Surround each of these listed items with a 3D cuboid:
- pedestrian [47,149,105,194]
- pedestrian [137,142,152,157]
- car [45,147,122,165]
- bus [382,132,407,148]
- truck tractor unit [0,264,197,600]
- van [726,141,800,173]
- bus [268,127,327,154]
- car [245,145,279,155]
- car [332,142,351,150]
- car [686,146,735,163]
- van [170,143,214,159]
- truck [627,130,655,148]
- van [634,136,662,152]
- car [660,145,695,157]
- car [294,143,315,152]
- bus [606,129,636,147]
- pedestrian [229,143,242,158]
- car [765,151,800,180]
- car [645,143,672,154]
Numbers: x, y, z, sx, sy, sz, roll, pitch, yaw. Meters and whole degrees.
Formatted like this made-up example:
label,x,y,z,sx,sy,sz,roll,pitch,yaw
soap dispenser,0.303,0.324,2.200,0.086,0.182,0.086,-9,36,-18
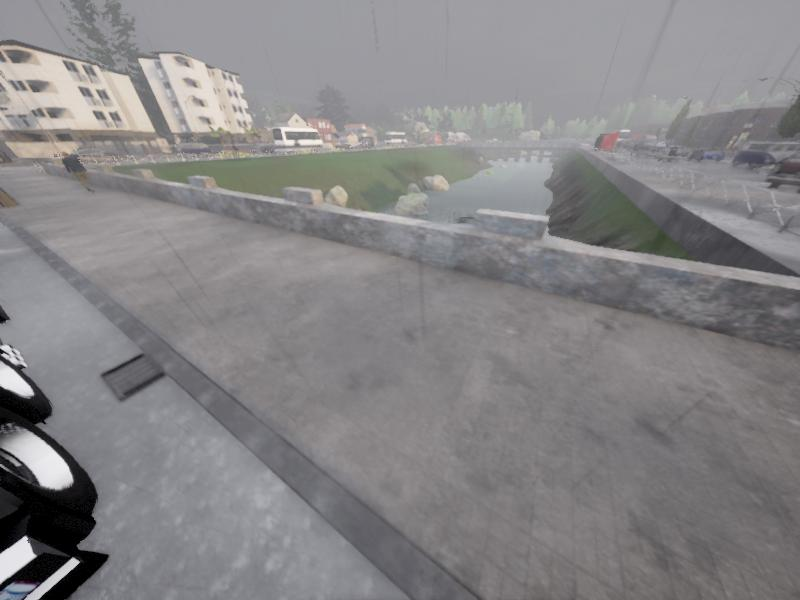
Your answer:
label,x,y,z,sx,sy,sz,roll,pitch,yaw
pedestrian,-15.773,-6.276,11.310,0.751,1.860,0.751,18,39,24
pedestrian,-40.366,-23.808,36.523,0.751,1.860,0.751,17,38,23
car,-39.057,-17.981,28.758,1.930,1.638,5.238,18,39,24
bus,-1.591,-56.133,80.936,3.944,4.253,10.273,18,39,24
truck tractor unit,-5.114,-0.297,0.777,6.516,4.208,3.053,18,39,24
van,30.336,-11.994,19.214,1.775,1.987,4.442,18,39,24
bus,-20.715,-32.844,47.659,3.944,4.253,10.273,18,39,24
car,-27.156,-29.700,45.702,2.033,1.411,5.357,18,39,24
car,-15.618,-41.258,61.986,1.930,1.638,5.238,18,39,24
car,35.394,-16.808,26.536,1.816,1.474,4.193,18,39,24
van,-33.170,-23.970,37.004,1.775,1.987,4.442,18,39,24
truck,67.783,-45.400,65.255,2.891,3.827,8.468,18,39,24
van,49.656,-31.448,46.470,1.988,2.561,5.915,18,39,24
car,40.561,-21.871,33.919,1.895,1.301,4.718,18,39,24
car,-21.919,-34.989,53.067,1.851,1.617,3.988,18,39,24
bus,67.209,-49.446,70.697,3.944,4.253,10.273,18,39,24
pedestrian,-24.399,-22.168,34.222,0.751,1.860,0.751,18,39,24
car,27.440,-8.906,15.254,1.970,1.475,3.806,18,39,24
car,45.347,-26.690,40.670,1.812,1.442,4.674,18,39,24
